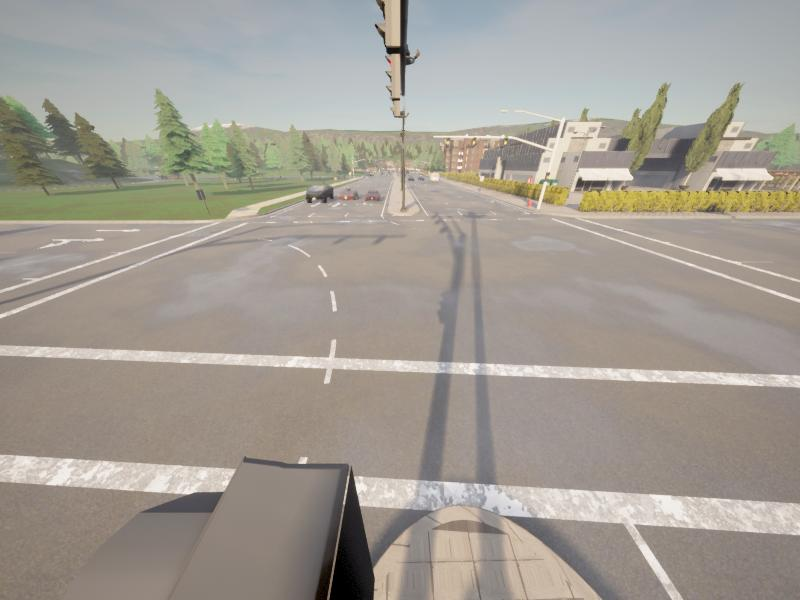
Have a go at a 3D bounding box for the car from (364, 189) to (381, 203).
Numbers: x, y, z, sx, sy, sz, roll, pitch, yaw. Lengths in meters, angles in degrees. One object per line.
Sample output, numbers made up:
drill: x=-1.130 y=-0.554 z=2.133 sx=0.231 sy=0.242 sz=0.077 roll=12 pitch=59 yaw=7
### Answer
car: x=-3.720 y=-14.464 z=31.989 sx=1.994 sy=1.385 sz=4.181 roll=0 pitch=30 yaw=-1

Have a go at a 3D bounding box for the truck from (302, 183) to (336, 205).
truck: x=-10.710 y=-14.415 z=31.174 sx=2.390 sy=2.098 sz=6.274 roll=0 pitch=30 yaw=-1

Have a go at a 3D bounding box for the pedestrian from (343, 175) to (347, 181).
pedestrian: x=-16.989 y=-37.797 z=71.558 sx=0.751 sy=1.860 sz=0.751 roll=1 pitch=30 yaw=1

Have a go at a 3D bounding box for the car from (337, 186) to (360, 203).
car: x=-7.235 y=-15.049 z=32.748 sx=2.152 sy=1.651 sz=5.027 roll=0 pitch=30 yaw=-1

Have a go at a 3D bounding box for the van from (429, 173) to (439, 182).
van: x=10.719 y=-39.082 z=73.570 sx=2.351 sy=2.431 sz=6.366 roll=0 pitch=30 yaw=0
